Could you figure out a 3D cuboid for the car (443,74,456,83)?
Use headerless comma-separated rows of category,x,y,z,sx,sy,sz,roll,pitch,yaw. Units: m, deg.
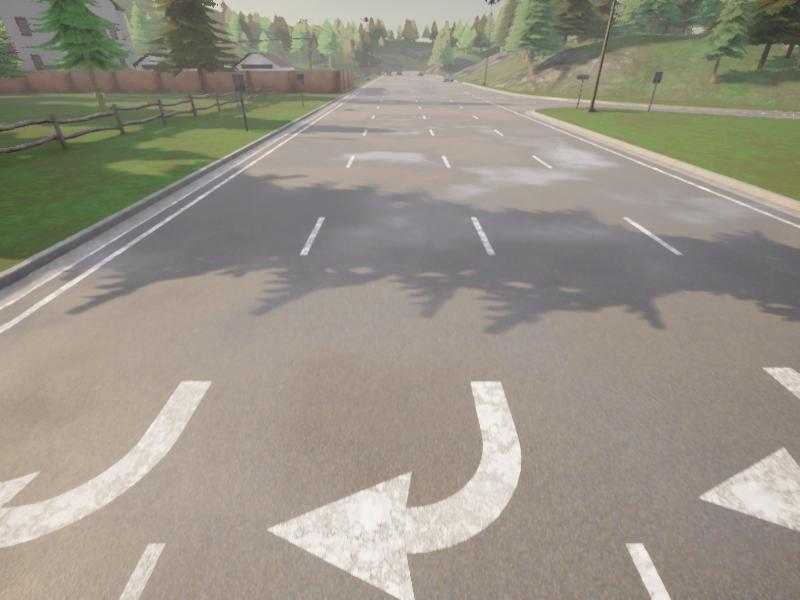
car,10.274,-46.361,83.781,2.128,1.511,4.902,0,30,0
